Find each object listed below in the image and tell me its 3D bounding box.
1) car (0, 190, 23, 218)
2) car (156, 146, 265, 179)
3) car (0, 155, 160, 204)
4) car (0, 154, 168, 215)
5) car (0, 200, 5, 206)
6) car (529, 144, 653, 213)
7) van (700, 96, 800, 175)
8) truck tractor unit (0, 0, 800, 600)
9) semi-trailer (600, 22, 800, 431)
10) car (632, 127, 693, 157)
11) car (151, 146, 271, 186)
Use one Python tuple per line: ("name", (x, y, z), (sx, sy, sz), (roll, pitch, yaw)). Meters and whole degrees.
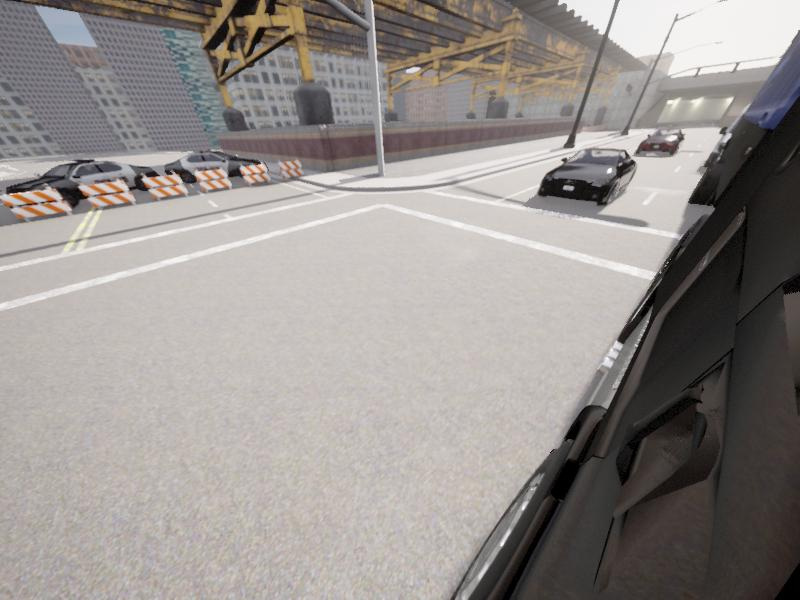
("car", (-17.706, -3.488, 8.120), (4.974, 1.542, 2.038), (-1, 37, 3))
("car", (-10.876, -8.168, 13.664), (4.536, 1.218, 1.853), (-10, 37, -9))
("car", (-14.281, -5.599, 10.455), (1.853, 1.218, 4.536), (5, 38, 11))
("car", (-14.285, -5.443, 10.509), (2.038, 1.542, 4.974), (5, 38, 11))
("car", (-17.764, -3.613, 8.028), (4.536, 1.218, 1.853), (-1, 37, 3))
("car", (6.599, -4.390, 7.952), (4.181, 1.385, 1.994), (-30, 44, -31))
("van", (17.043, -7.995, 11.113), (5.915, 2.561, 1.988), (-30, 45, -31))
("truck tractor unit", (2.645, -0.295, 0.351), (6.516, 4.208, 3.053), (-28, 44, -30))
("semi-trailer", (8.601, -3.672, 4.317), (14.254, 4.402, 2.717), (-29, 44, -31))
("car", (18.298, -11.045, 16.082), (4.181, 1.385, 1.994), (-30, 44, -31))
("car", (-10.819, -8.051, 13.767), (4.974, 1.542, 2.038), (-10, 37, -9))
